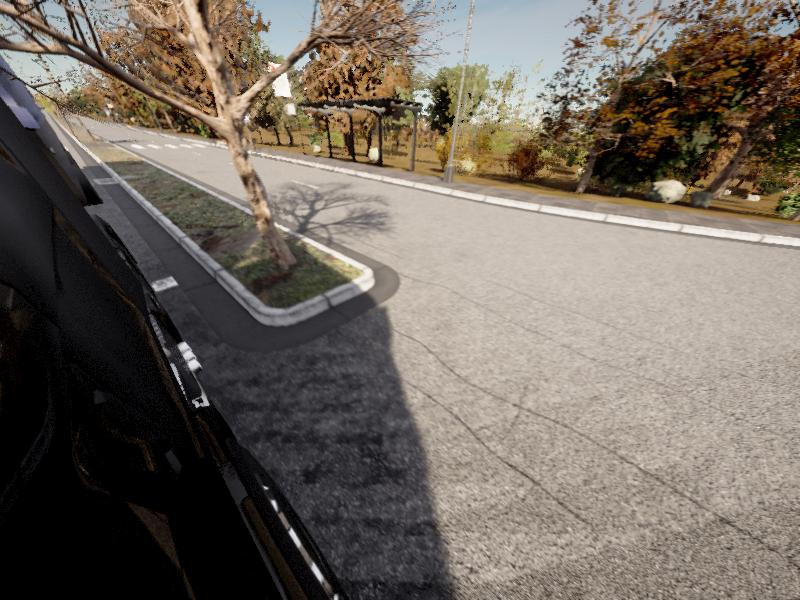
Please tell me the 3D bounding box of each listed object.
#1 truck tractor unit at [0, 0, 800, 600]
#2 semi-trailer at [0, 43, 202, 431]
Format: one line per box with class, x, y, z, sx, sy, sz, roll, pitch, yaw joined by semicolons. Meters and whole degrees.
truck tractor unit;-2.645;-0.295;0.352;6.516;4.208;3.053;28;44;30
semi-trailer;-8.699;-3.604;4.230;14.254;4.402;2.717;28;44;30
